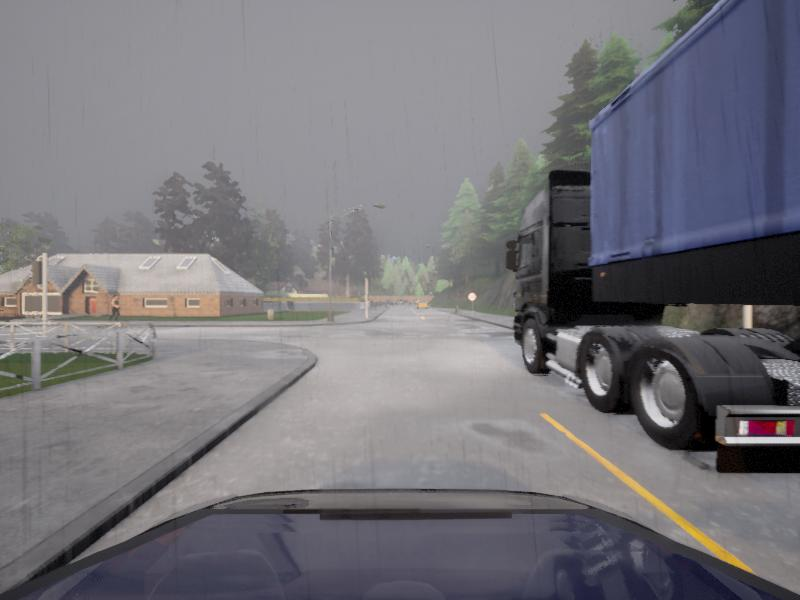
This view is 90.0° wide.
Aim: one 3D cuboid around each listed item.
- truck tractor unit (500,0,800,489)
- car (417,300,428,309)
[{"bbox_3d":[3.998,-0.512,6.640,3.053,4.208,6.516,0,0,0],"label":"truck tractor unit"},{"bbox_3d":[3.992,0.804,72.182,1.801,1.575,5.366,0,0,0],"label":"car"}]
